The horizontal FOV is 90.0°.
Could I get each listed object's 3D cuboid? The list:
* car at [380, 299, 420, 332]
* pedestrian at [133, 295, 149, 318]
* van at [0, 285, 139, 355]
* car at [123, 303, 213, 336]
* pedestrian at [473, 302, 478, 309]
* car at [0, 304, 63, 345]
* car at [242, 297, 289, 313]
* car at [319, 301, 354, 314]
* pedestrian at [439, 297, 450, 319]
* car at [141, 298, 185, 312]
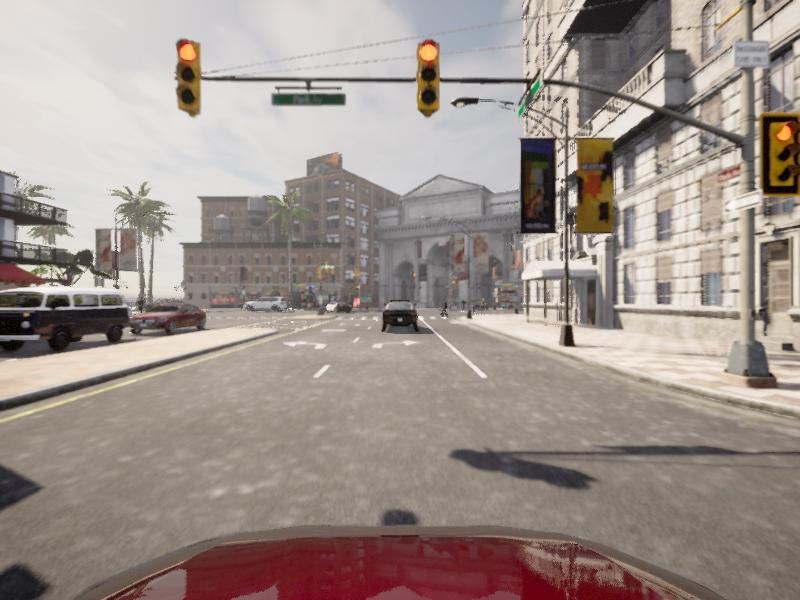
[{"bbox_3d":[0.000,0.781,22.337,1.930,1.638,5.238,0,0,0],"label":"car"},{"bbox_3d":[-20.791,0.499,32.130,0.751,1.860,0.751,0,0,6],"label":"pedestrian"},{"bbox_3d":[-11.494,0.577,13.790,2.069,2.038,4.480,0,0,0],"label":"van"},{"bbox_3d":[-11.499,0.878,20.259,1.812,1.442,4.674,0,0,0],"label":"car"},{"bbox_3d":[11.889,0.892,62.986,0.500,1.100,0.500,0,0,45],"label":"pedestrian"},{"bbox_3d":[-14.999,0.876,14.404,1.812,1.442,4.674,0,0,0],"label":"car"},{"bbox_3d":[-17.799,0.594,53.094,5.566,2.045,2.150,0,0,1],"label":"car"},{"bbox_3d":[-8.005,0.847,50.100,2.038,1.542,4.974,0,0,-39],"label":"car"},{"bbox_3d":[3.764,0.652,33.990,0.751,1.860,0.751,0,0,-4],"label":"pedestrian"},{"bbox_3d":[-31.465,0.677,53.210,4.605,1.855,1.932,0,0,0],"label":"car"}]
